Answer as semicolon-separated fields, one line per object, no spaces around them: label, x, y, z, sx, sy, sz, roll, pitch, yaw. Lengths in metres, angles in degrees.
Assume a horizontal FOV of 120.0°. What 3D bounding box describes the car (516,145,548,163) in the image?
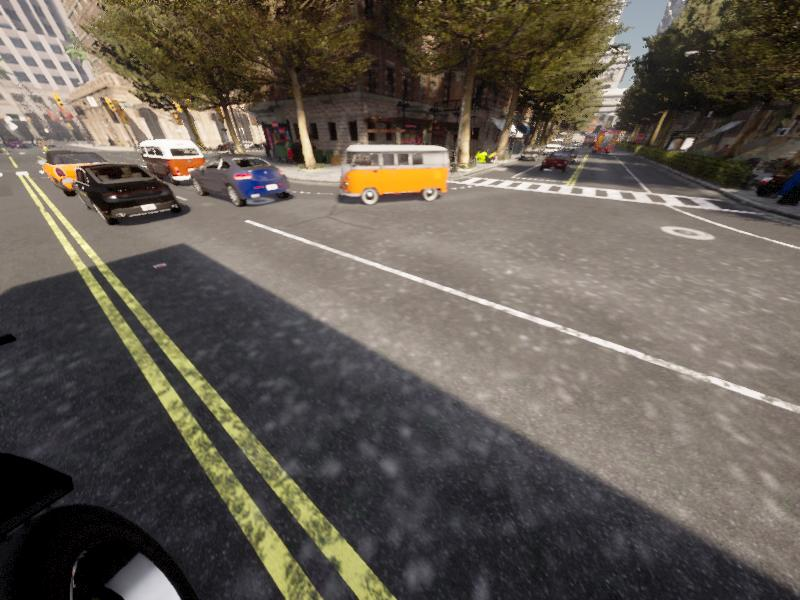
car;15.975;-17.687;27.850;2.231;1.521;4.892;22;41;28

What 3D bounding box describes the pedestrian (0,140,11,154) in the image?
pedestrian;-53.141;-20.423;30.570;0.751;1.860;0.751;10;36;13

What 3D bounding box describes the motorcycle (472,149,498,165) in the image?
motorcycle;7.967;-13.455;21.766;2.033;1.145;0.803;3;45;4

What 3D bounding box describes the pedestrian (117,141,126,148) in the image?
pedestrian;-53.254;-29.738;44.148;0.500;1.100;0.500;22;41;28

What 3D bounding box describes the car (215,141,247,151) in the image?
car;-31.330;-28.598;42.851;1.994;1.385;4.181;22;41;28

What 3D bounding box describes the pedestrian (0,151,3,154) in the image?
pedestrian;-53.876;-20.238;30.299;0.751;1.860;0.751;9;36;12

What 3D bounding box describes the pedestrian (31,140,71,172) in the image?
pedestrian;-24.971;-10.301;16.553;0.751;1.860;0.751;25;42;30

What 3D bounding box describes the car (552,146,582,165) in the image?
car;17.969;-15.573;24.865;1.970;1.475;3.806;22;41;28

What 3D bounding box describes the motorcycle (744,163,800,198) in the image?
motorcycle;17.217;-5.186;10.096;2.356;1.277;0.764;3;25;4

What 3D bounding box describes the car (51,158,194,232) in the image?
car;-9.465;-3.776;7.848;4.892;1.490;1.837;22;41;28

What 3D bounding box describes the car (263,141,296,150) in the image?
car;-24.038;-31.032;46.355;2.033;1.411;5.357;22;41;28

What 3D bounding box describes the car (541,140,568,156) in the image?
car;24.799;-24.432;36.993;2.435;2.045;5.566;22;41;28

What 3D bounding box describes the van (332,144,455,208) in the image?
van;-0.299;-5.196;9.533;4.442;1.987;1.775;-9;36;-14

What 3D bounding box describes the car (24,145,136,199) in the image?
car;-15.252;-6.258;11.036;4.553;1.767;2.097;22;41;28

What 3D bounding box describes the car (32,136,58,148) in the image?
car;-70.151;-31.167;45.616;4.605;1.855;1.932;22;41;28

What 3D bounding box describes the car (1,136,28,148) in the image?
car;-74.259;-30.404;44.479;3.866;1.878;1.905;23;41;28

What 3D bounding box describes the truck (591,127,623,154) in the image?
truck;38.482;-29.733;43.101;2.891;3.827;8.468;22;41;28

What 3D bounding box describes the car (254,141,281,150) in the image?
car;-27.241;-31.913;47.588;1.994;1.385;4.181;23;41;29

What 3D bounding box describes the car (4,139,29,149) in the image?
car;-69.415;-28.220;41.803;4.193;1.474;1.816;22;41;28

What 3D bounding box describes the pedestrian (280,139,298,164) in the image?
pedestrian;-10.132;-13.634;21.171;0.751;1.860;0.751;22;41;28

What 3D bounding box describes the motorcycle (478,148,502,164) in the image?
motorcycle;8.647;-13.953;22.407;1.805;1.236;0.856;3;35;4

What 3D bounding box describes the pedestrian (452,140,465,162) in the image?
pedestrian;5.984;-15.226;23.603;0.751;1.860;0.751;24;41;29

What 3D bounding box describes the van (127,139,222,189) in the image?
van;-12.591;-7.737;12.946;4.480;2.038;2.069;22;41;28

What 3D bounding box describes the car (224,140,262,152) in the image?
car;-28.157;-27.750;41.545;2.038;1.542;4.974;22;41;28

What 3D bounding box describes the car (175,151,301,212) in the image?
car;-6.895;-5.241;9.839;5.027;1.651;2.152;22;41;28

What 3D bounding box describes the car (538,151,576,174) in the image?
car;13.369;-11.751;19.561;1.895;1.301;4.718;22;41;28
